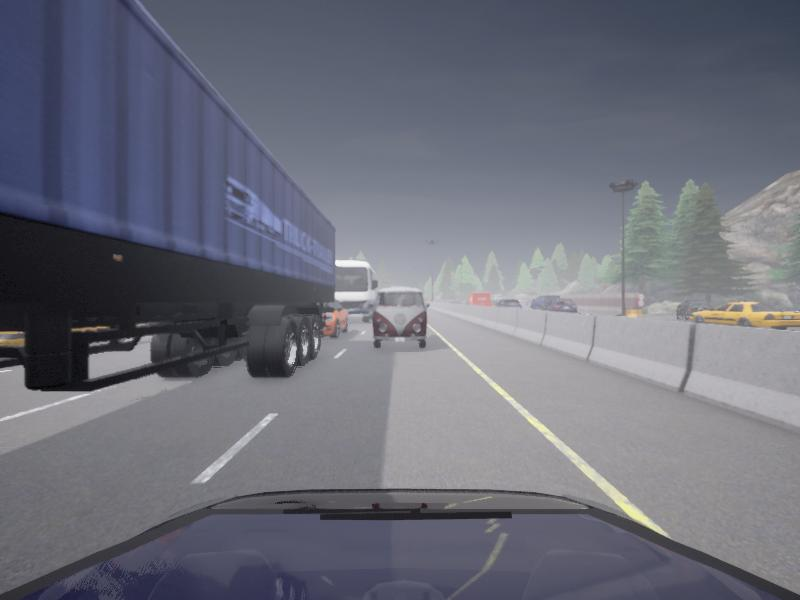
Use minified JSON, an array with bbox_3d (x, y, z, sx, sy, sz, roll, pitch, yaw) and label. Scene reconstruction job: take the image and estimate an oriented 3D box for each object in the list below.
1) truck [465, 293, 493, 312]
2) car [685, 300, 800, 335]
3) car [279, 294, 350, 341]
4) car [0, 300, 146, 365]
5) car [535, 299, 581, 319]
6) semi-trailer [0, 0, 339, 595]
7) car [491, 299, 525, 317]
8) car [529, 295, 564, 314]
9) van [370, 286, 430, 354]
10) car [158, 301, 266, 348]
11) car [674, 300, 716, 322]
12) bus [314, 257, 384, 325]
[{"bbox_3d":[10.405,0.299,53.284,2.627,2.467,5.204,0,0,0],"label":"truck"},{"bbox_3d":[17.489,0.777,20.616,1.801,1.575,5.366,0,0,0],"label":"car"},{"bbox_3d":[-3.506,0.674,17.313,2.097,1.767,4.553,0,0,0],"label":"car"},{"bbox_3d":[-10.503,0.786,12.423,1.801,1.575,5.366,0,0,0],"label":"car"},{"bbox_3d":[13.952,0.716,35.718,2.242,1.667,4.611,0,0,0],"label":"car"},{"bbox_3d":[-3.491,-0.628,6.811,2.717,4.402,14.254,0,0,0],"label":"semi-trailer"},{"bbox_3d":[10.443,0.733,38.985,2.033,1.649,4.856,0,0,0],"label":"car"},{"bbox_3d":[17.419,0.512,47.875,2.150,2.045,5.566,0,0,0],"label":"car"},{"bbox_3d":[-0.003,0.581,14.036,1.775,1.987,4.442,0,0,0],"label":"van"},{"bbox_3d":[-7.005,0.805,15.635,1.882,1.535,5.008,0,0,0],"label":"car"},{"bbox_3d":[22.451,0.780,30.571,1.789,1.549,3.705,-1,0,23],"label":"car"},{"bbox_3d":[-3.411,-0.568,30.148,3.944,4.253,10.273,0,0,0],"label":"bus"}]
